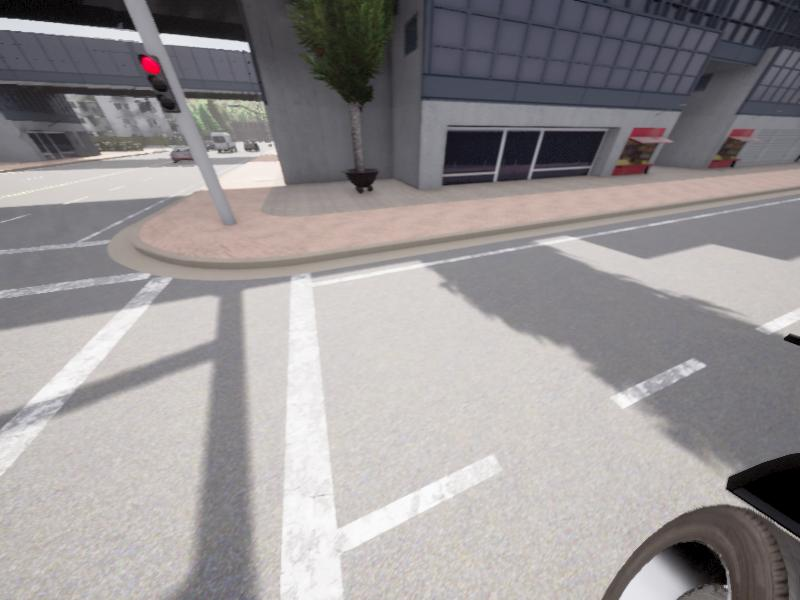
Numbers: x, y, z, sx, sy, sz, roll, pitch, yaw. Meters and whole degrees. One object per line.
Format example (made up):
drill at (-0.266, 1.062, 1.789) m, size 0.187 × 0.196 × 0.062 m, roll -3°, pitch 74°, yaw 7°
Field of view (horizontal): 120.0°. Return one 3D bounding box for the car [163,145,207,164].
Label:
car at (-21.591, -14.808, 23.439) m, size 1.994 × 1.385 × 4.181 m, roll -14°, pitch 38°, yaw -19°
